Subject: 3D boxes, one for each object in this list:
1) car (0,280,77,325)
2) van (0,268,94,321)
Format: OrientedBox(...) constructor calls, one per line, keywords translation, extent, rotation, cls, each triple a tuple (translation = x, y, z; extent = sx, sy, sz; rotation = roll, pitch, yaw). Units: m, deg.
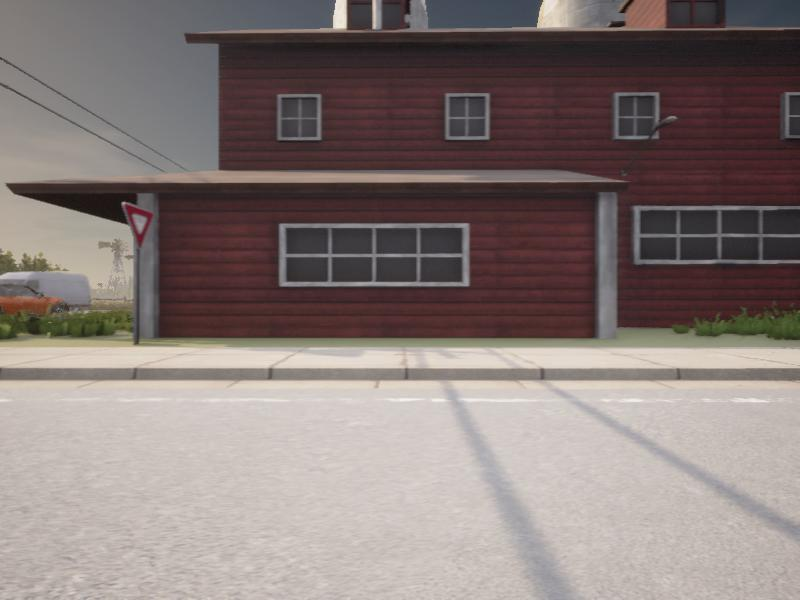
OrientedBox(translation=(-16.732, 0.112, 17.102), extent=(2.097, 1.767, 4.553), rotation=(0, 0, 1), cls="car")
OrientedBox(translation=(-20.162, -0.262, 22.031), extent=(1.988, 2.561, 5.915), rotation=(0, 0, 1), cls="van")
